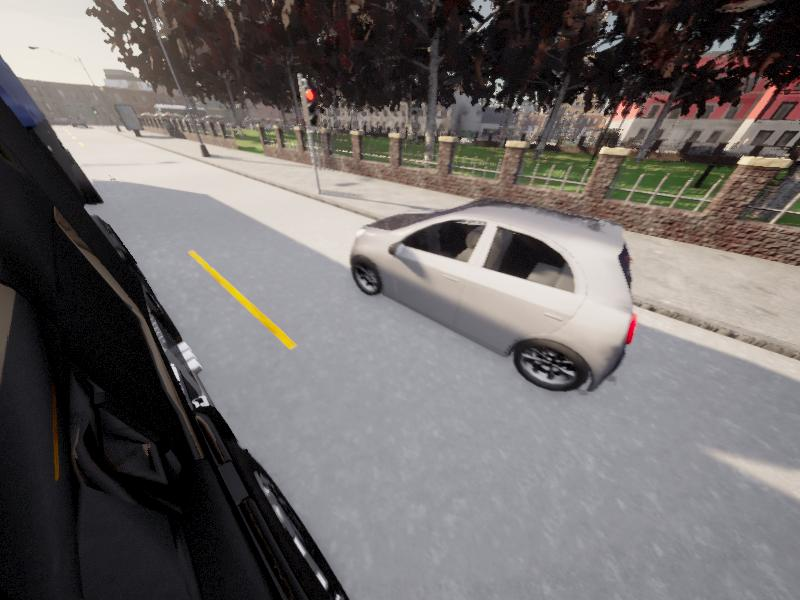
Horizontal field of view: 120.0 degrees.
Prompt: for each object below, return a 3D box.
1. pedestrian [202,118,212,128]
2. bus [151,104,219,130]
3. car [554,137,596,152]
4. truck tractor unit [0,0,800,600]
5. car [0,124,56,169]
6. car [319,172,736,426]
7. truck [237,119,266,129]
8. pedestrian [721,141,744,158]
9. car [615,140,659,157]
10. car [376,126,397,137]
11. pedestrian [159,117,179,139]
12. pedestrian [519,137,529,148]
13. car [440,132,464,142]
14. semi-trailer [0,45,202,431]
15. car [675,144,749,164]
[{"bbox_3d":[-45.209,-41.421,54.099,0.751,1.860,0.751,13,38,14],"label":"pedestrian"},{"bbox_3d":[-50.442,-43.157,54.688,3.944,4.253,10.273,28,44,30],"label":"bus"},{"bbox_3d":[25.682,-22.926,34.062,4.514,1.525,2.007,28,44,30],"label":"car"},{"bbox_3d":[-2.645,-0.295,0.352,6.516,4.208,3.053,28,44,30],"label":"truck tractor unit"},{"bbox_3d":[-20.098,-7.547,11.211,2.007,1.525,4.514,-16,41,-23],"label":"car"},{"bbox_3d":[0.928,-0.571,3.150,3.633,1.501,1.845,27,43,29],"label":"car"},{"bbox_3d":[-43.150,-51.084,67.194,2.390,2.098,6.274,28,44,30],"label":"truck"},{"bbox_3d":[44.562,-20.164,30.965,0.751,1.860,0.751,26,43,28],"label":"pedestrian"},{"bbox_3d":[31.183,-19.998,30.474,3.705,1.549,1.789,28,44,30],"label":"car"},{"bbox_3d":[-3.157,-38.454,52.704,4.605,1.855,1.932,27,44,30],"label":"car"},{"bbox_3d":[-25.671,-19.116,25.702,0.751,1.860,0.751,28,44,30],"label":"pedestrian"},{"bbox_3d":[18.156,-23.167,33.939,0.751,1.300,0.751,28,44,30],"label":"pedestrian"},{"bbox_3d":[9.870,-31.348,44.359,3.806,1.475,1.970,28,44,30],"label":"car"},{"bbox_3d":[-8.699,-3.602,4.230,14.254,4.402,2.717,28,44,30],"label":"semi-trailer"},{"bbox_3d":[36.331,-17.223,27.139,4.892,1.490,1.837,27,44,29],"label":"car"}]
